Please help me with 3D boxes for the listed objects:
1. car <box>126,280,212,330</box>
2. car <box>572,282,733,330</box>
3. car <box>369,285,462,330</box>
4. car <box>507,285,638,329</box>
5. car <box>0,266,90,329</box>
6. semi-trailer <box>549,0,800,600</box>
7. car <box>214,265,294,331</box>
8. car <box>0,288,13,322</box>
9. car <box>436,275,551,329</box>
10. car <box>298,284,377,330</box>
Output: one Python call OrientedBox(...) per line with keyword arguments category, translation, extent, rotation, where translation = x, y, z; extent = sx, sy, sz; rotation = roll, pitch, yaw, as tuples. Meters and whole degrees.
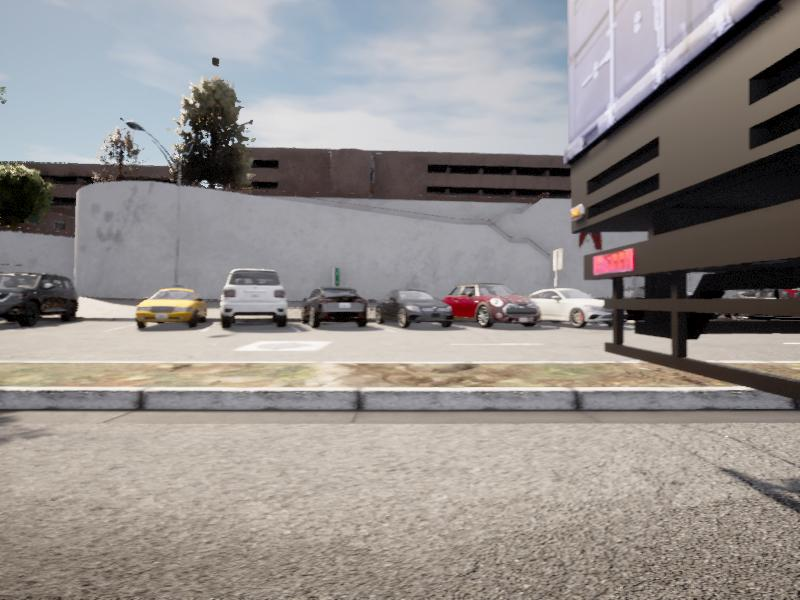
OrientedBox(category="car", translation=(-8.559, 0.209, 15.359), extent=(1.946, 1.575, 5.366), rotation=(1, -1, -20))
OrientedBox(category="car", translation=(9.393, 0.215, 15.513), extent=(2.097, 1.535, 5.008), rotation=(0, -1, -20))
OrientedBox(category="car", translation=(0.393, 0.277, 15.528), extent=(2.002, 1.452, 4.674), rotation=(1, -1, -20))
OrientedBox(category="car", translation=(6.393, 0.264, 15.524), extent=(2.002, 1.452, 4.674), rotation=(0, -1, -20))
OrientedBox(category="car", translation=(-14.611, -0.073, 15.512), extent=(2.435, 2.045, 5.566), rotation=(1, -1, -20))
OrientedBox(category="semi-trailer", translation=(8.269, -1.233, 1.696), extent=(14.254, 4.402, 2.717), rotation=(0, 0, 0))
OrientedBox(category="car", translation=(-5.630, -0.025, 15.558), extent=(2.435, 2.045, 5.566), rotation=(0, -1, -20))
OrientedBox(category="car", translation=(-17.633, 0.189, 15.541), extent=(2.002, 1.452, 4.674), rotation=(1, -1, -20))
OrientedBox(category="car", translation=(3.382, 0.106, 15.556), extent=(2.185, 1.767, 4.553), rotation=(0, -1, -20))
OrientedBox(category="car", translation=(-2.632, 0.261, 15.553), extent=(2.163, 1.488, 4.792), rotation=(0, -1, -20))
